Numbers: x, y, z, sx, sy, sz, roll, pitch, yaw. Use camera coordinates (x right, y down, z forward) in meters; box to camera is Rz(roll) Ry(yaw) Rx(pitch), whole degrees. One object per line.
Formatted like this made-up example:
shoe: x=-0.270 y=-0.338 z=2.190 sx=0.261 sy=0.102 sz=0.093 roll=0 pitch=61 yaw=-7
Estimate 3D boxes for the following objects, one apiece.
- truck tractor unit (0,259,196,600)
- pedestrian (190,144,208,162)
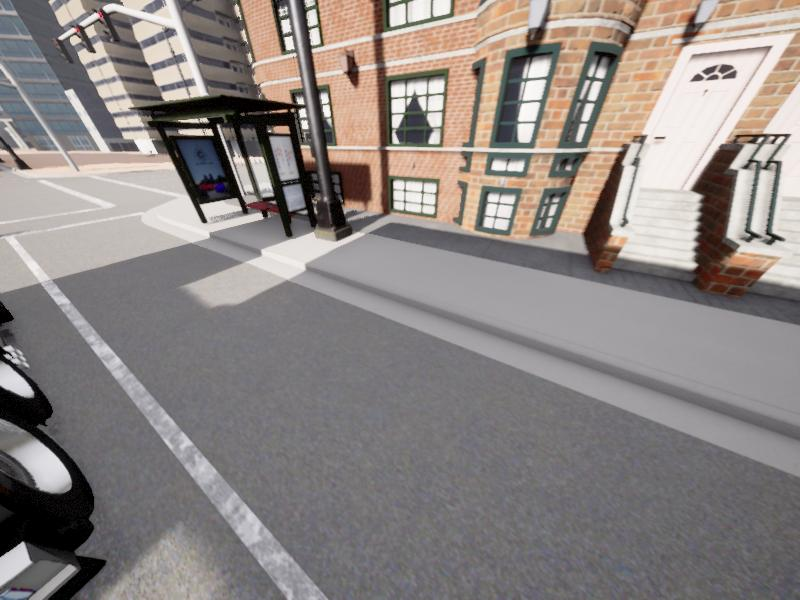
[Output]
truck tractor unit: x=-5.101 y=-0.310 z=0.795 sx=6.516 sy=4.208 sz=3.053 roll=19 pitch=39 yaw=25
pedestrian: x=-24.931 y=-18.276 z=28.673 sx=0.751 sy=1.860 sz=0.751 roll=14 pitch=37 yaw=20
